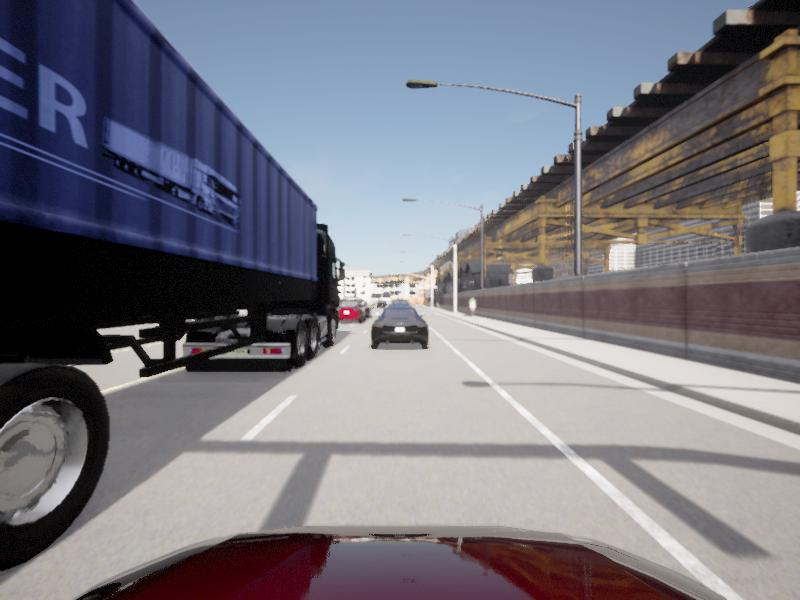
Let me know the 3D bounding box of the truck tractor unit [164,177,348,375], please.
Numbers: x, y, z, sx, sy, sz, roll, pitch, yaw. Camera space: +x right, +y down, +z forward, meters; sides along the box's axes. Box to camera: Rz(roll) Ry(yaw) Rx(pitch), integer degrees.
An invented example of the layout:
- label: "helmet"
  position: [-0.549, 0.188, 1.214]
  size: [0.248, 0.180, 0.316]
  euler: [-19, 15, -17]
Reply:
- label: "truck tractor unit"
  position: [-3.513, -0.520, 11.801]
  size: [3.053, 4.208, 6.516]
  euler: [0, 0, 0]

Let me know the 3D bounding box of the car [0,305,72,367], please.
- label: "car"
  position: [-10.492, 0.874, 9.355]
  size: [1.812, 1.442, 4.674]
  euler: [0, 0, 0]

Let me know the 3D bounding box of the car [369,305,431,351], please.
- label: "car"
  position: [-0.002, 0.914, 14.794]
  size: [1.994, 1.385, 4.181]
  euler: [0, 0, 0]

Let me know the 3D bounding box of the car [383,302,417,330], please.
- label: "car"
  position: [-0.003, 0.880, 23.567]
  size: [1.812, 1.442, 4.674]
  euler: [0, 0, 0]

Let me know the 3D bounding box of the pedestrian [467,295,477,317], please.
- label: "pedestrian"
  position: [6.127, 0.500, 33.936]
  size: [0.751, 1.860, 0.751]
  euler: [0, 0, 1]

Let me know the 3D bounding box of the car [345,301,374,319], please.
- label: "car"
  position: [-3.504, 0.852, 35.439]
  size: [2.128, 1.511, 4.902]
  euler: [0, 0, 0]

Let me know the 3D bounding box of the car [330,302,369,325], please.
- label: "car"
  position: [-3.502, 0.864, 28.579]
  size: [2.163, 1.488, 4.792]
  euler: [0, 0, 0]

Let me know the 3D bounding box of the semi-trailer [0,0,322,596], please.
- label: "semi-trailer"
  position: [-3.504, -0.617, 3.885]
  size: [2.717, 4.402, 14.254]
  euler: [0, 0, 0]

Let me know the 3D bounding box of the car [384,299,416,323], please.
- label: "car"
  position: [0.000, 0.769, 29.910]
  size: [2.242, 1.667, 4.611]
  euler: [0, 0, 0]

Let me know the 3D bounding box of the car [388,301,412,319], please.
- label: "car"
  position: [-0.003, 0.852, 36.706]
  size: [2.128, 1.511, 4.902]
  euler: [0, 0, 0]
